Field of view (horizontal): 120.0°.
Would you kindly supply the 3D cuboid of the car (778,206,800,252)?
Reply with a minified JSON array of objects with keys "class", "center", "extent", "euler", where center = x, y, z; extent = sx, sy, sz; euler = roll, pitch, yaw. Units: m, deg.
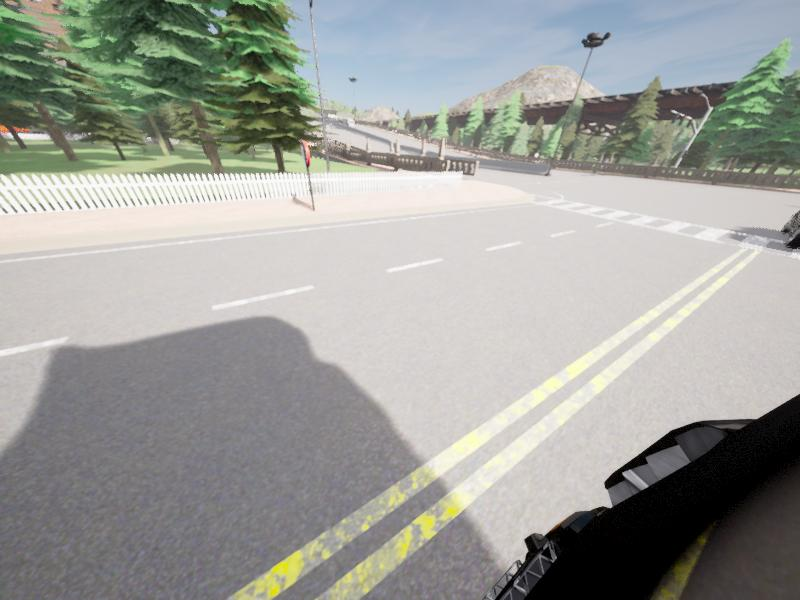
[{"class":"car","center":[14.818,-2.562,7.415],"extent":[4.553,1.767,2.097],"euler":[-21,40,-31]}]

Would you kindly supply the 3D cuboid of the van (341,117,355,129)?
[{"class":"van","center":[-17.725,-60.138,78.533],"extent":[2.351,2.431,6.366],"euler":[-17,46,-27]}]
